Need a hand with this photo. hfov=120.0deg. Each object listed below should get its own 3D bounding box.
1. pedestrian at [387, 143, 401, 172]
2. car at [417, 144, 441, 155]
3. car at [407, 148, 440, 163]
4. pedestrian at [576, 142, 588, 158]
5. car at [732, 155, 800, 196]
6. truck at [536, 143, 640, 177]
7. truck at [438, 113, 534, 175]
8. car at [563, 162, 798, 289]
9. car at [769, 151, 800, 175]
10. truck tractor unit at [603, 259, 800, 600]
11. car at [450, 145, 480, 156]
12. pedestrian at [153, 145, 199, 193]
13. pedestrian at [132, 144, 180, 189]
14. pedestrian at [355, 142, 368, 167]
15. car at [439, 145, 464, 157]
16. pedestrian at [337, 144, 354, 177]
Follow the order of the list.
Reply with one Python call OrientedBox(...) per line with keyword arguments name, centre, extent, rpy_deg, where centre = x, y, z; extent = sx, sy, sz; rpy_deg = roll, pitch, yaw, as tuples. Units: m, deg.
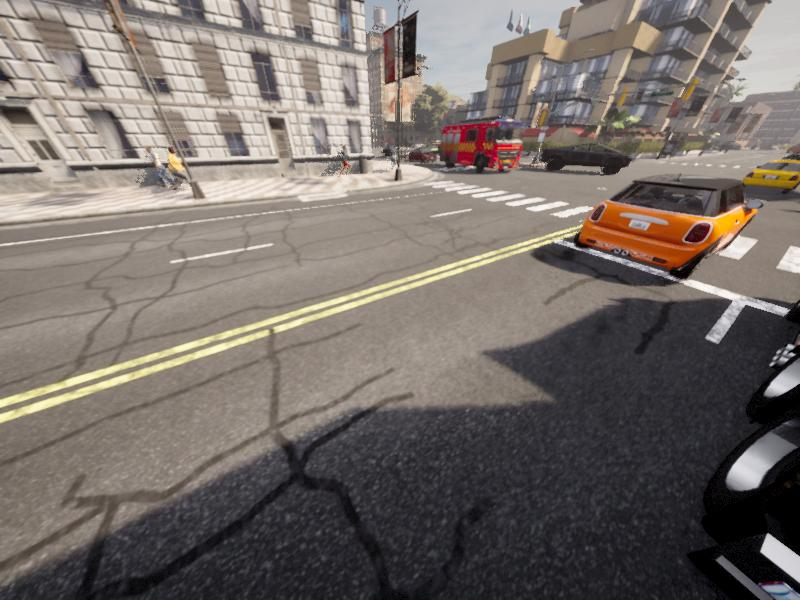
OrientedBox(name="pedestrian", centre=(-0.448, -10.960, 17.810), extent=(0.751, 1.860, 0.751), rpy_deg=(18, 38, 23))
OrientedBox(name="car", centre=(5.295, -28.007, 42.955), extent=(2.007, 1.525, 4.514), rpy_deg=(-19, 39, -26))
OrientedBox(name="car", centre=(2.788, -17.847, 28.473), extent=(1.994, 1.385, 4.181), rpy_deg=(-18, 39, -24))
OrientedBox(name="pedestrian", centre=(26.068, -21.432, 33.075), extent=(0.751, 1.860, 0.751), rpy_deg=(21, 40, 27))
OrientedBox(name="car", centre=(21.440, -7.160, 13.083), extent=(5.366, 1.575, 1.801), rpy_deg=(-19, 39, -25))
OrientedBox(name="truck", centre=(15.572, -12.031, 19.580), extent=(6.274, 2.098, 2.390), rpy_deg=(26, 42, 32))
OrientedBox(name="truck", centre=(6.967, -14.078, 20.940), extent=(2.891, 3.827, 8.468), rpy_deg=(-12, 37, -18))
OrientedBox(name="car", centre=(6.567, -2.107, 5.511), extent=(4.553, 1.767, 2.097), rpy_deg=(-19, 39, -25))
OrientedBox(name="car", centre=(34.929, -12.002, 20.127), extent=(3.988, 1.617, 1.851), rpy_deg=(-16, 38, -23))
OrientedBox(name="truck tractor unit", centre=(5.102, -0.309, 0.794), extent=(6.516, 4.208, 3.053), rpy_deg=(-19, 39, -24))
OrientedBox(name="car", centre=(11.285, -26.269, 40.536), extent=(1.837, 1.490, 4.892), rpy_deg=(-19, 39, -26))
OrientedBox(name="pedestrian", centre=(-10.184, -5.999, 10.602), extent=(0.751, 1.860, 0.751), rpy_deg=(-19, 39, -26))
OrientedBox(name="pedestrian", centre=(-11.968, -6.575, 11.415), extent=(0.751, 1.860, 0.751), rpy_deg=(-12, 37, -17))
OrientedBox(name="pedestrian", centre=(-3.584, -13.540, 21.492), extent=(0.751, 1.860, 0.751), rpy_deg=(-19, 39, -25))
OrientedBox(name="car", centre=(8.572, -25.011, 38.652), extent=(1.789, 1.549, 3.705), rpy_deg=(-19, 39, -26))
OrientedBox(name="pedestrian", centre=(-3.678, -9.420, 15.572), extent=(0.751, 1.860, 0.751), rpy_deg=(-15, 38, -21))
